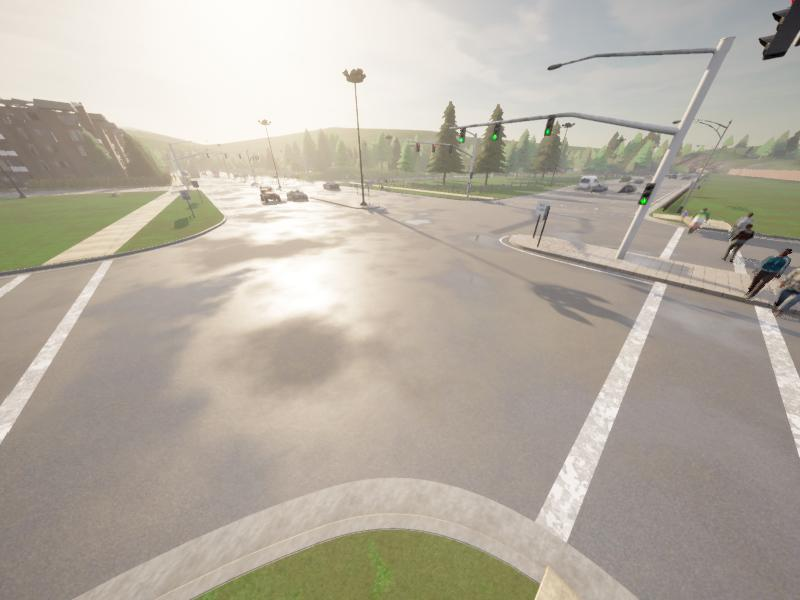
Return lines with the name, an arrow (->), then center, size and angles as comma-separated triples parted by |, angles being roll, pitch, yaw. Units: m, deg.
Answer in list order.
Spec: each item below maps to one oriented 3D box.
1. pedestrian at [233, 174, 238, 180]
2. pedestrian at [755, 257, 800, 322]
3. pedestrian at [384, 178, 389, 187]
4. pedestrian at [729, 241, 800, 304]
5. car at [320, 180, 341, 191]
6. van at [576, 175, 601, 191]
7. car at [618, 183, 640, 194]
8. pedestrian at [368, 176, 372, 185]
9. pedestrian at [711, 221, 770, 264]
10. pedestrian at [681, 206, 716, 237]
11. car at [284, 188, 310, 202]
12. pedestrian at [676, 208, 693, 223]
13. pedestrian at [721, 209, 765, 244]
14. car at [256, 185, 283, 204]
pedestrian -> -57.429, -42.957, 80.557 | 0.751, 1.860, 0.751 | -18, 35, -29
pedestrian -> 12.327, -0.387, 7.128 | 0.751, 1.860, 0.751 | -19, 35, -29
pedestrian -> -3.025, -26.952, 52.835 | 0.751, 1.860, 0.751 | -20, 35, -30
pedestrian -> 12.370, -0.922, 7.748 | 0.751, 1.860, 0.751 | -16, 34, -26
car -> -14.547, -24.047, 48.375 | 1.930, 1.638, 5.238 | -22, 37, -34
van -> 39.434, -24.475, 48.218 | 5.915, 2.561, 1.988 | -23, 37, -34
car -> 42.439, -20.703, 42.750 | 4.193, 1.474, 1.816 | -23, 37, -34
pedestrian -> -7.630, -30.218, 58.491 | 0.751, 1.860, 0.751 | -20, 36, -31
pedestrian -> 16.609, -2.818, 11.338 | 0.751, 1.860, 0.751 | 20, 35, 30
pedestrian -> 20.329, -5.377, 15.770 | 0.751, 1.860, 0.751 | -21, 36, -32
car -> -14.791, -15.058, 33.079 | 1.994, 1.385, 4.181 | -22, 37, -33
pedestrian -> 23.227, -6.901, 18.864 | 0.500, 1.100, 0.500 | -23, 37, -34
pedestrian -> 21.364, -4.590, 14.423 | 0.751, 1.860, 0.751 | -26, 39, -38
car -> -17.718, -14.306, 31.254 | 1.905, 1.878, 3.866 | -22, 37, -34
